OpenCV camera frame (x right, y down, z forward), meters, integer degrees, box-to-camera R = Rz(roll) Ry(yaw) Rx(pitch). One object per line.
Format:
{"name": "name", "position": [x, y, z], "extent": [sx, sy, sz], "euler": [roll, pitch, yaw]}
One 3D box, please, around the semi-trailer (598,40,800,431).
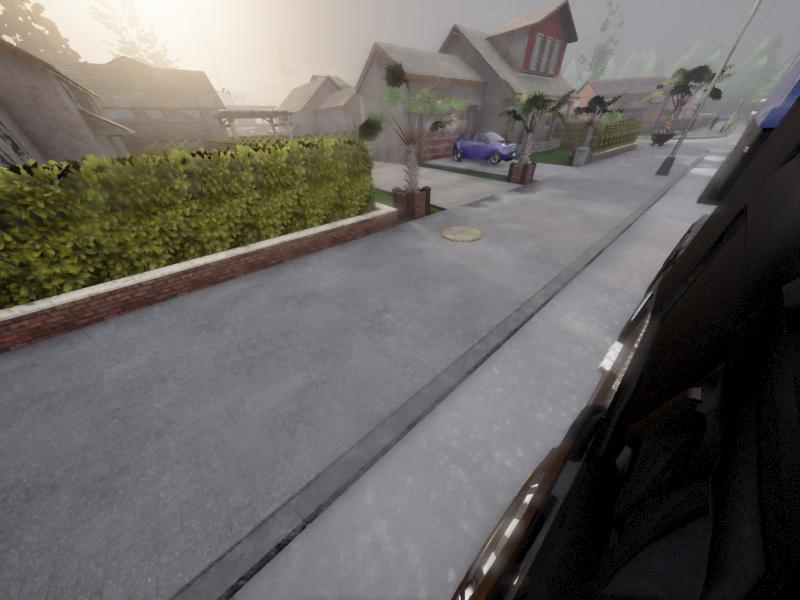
{"name": "semi-trailer", "position": [8.694, -3.610, 4.231], "extent": [14.254, 4.402, 2.717], "euler": [-28, 44, -30]}

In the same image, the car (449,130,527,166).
{"name": "car", "position": [4.981, -8.957, 13.509], "extent": [1.845, 1.501, 3.633], "euler": [-30, 45, -32]}

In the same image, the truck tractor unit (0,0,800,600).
{"name": "truck tractor unit", "position": [2.645, -0.295, 0.351], "extent": [6.516, 4.208, 3.053], "euler": [-28, 44, -30]}

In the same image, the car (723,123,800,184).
{"name": "car", "position": [16.099, -6.404, 9.848], "extent": [5.238, 1.638, 1.930], "euler": [-28, 44, -30]}
